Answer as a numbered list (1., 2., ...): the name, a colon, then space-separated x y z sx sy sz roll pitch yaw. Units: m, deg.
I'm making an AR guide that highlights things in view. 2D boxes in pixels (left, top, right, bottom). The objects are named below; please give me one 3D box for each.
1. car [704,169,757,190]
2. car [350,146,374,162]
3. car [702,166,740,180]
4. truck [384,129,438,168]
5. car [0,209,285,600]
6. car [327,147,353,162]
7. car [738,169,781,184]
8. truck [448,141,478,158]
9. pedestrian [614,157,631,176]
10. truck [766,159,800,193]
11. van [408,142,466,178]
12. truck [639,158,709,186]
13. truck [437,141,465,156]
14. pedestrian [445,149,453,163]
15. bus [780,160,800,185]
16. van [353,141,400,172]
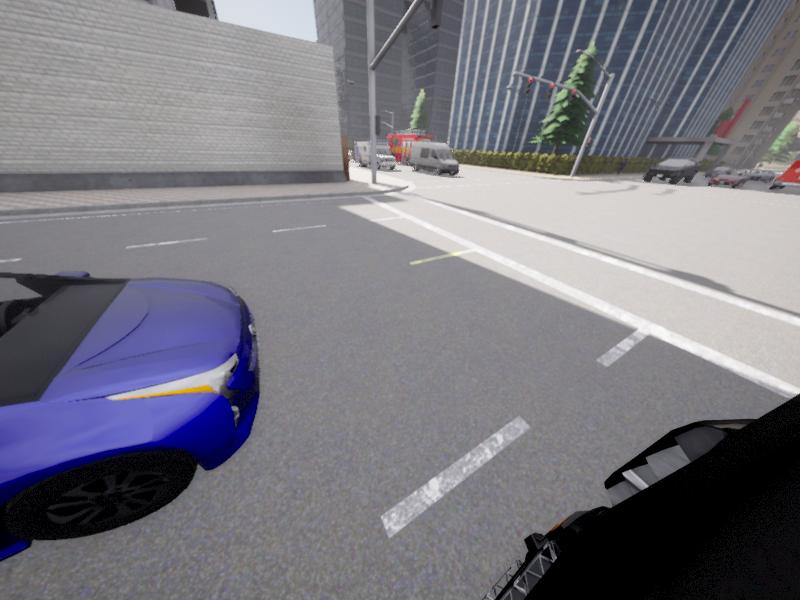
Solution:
1. car: 31.055 -11.421 21.723 4.193 1.474 1.816 -16 38 -26
2. car: -5.745 -22.148 35.034 1.932 1.855 4.605 -16 38 -26
3. car: 43.388 -17.213 31.245 4.674 1.442 1.812 -16 38 -26
4. truck: 1.066 -20.123 30.708 2.891 3.827 8.468 -16 38 -26
5. car: -3.356 0.730 1.183 4.514 1.525 2.007 -16 38 -26
6. car: -8.711 -21.102 33.493 2.033 1.649 4.856 -16 38 -26
7. car: 43.681 -15.023 28.055 4.181 1.385 1.994 -16 38 -26
8. truck: 18.915 -45.186 69.394 8.468 3.827 2.891 -16 38 -26
9. pedestrian: 25.963 -15.606 26.975 0.751 1.860 0.751 27 41 32
10. truck: 37.519 -11.451 21.311 5.204 2.467 2.627 -16 38 -25
11. van: 3.244 -13.503 22.108 1.988 2.561 5.915 -16 38 -26
12. truck: 27.317 -12.843 23.036 6.274 2.098 2.390 -16 38 -26
13. truck: 16.511 -48.993 74.928 8.468 3.827 2.891 -16 38 -26
14. pedestrian: 7.741 -22.711 36.479 0.751 1.860 0.751 -17 38 -26
15. bus: 54.535 -17.171 29.405 10.273 4.253 3.944 -16 38 -26
16. van: -2.664 -15.438 24.707 2.351 2.431 6.366 -16 38 -26
